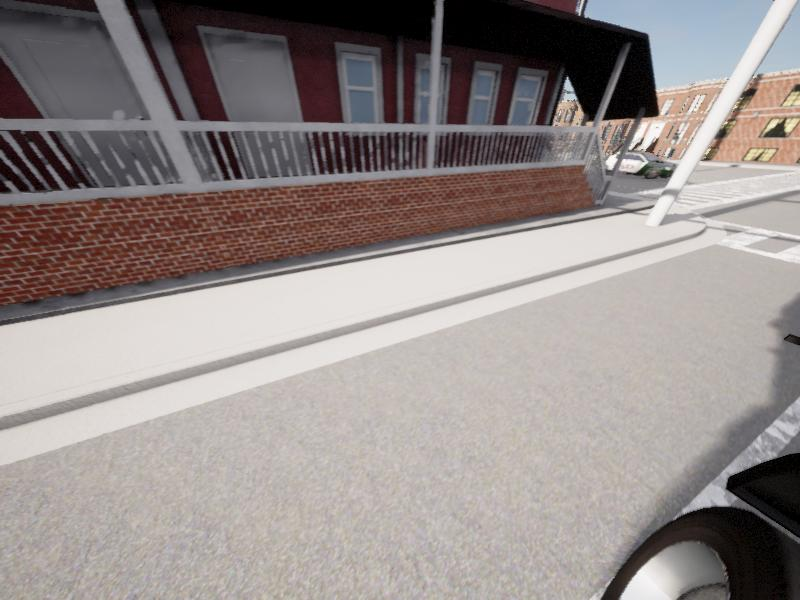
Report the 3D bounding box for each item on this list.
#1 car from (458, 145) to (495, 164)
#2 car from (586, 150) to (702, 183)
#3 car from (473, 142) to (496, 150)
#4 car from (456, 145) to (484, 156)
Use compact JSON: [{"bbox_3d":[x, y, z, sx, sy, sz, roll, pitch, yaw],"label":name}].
[{"bbox_3d":[8.914,-17.294,27.402,2.242,1.667,4.611,-6,35,-8],"label":"car"},{"bbox_3d":[16.432,-9.420,16.030,2.038,1.542,4.974,-14,37,-19],"label":"car"},{"bbox_3d":[21.649,-39.461,59.263,5.238,1.638,1.930,-14,37,-19],"label":"car"},{"bbox_3d":[11.885,-25.660,39.563,1.882,1.535,5.008,-14,37,-19],"label":"car"}]
